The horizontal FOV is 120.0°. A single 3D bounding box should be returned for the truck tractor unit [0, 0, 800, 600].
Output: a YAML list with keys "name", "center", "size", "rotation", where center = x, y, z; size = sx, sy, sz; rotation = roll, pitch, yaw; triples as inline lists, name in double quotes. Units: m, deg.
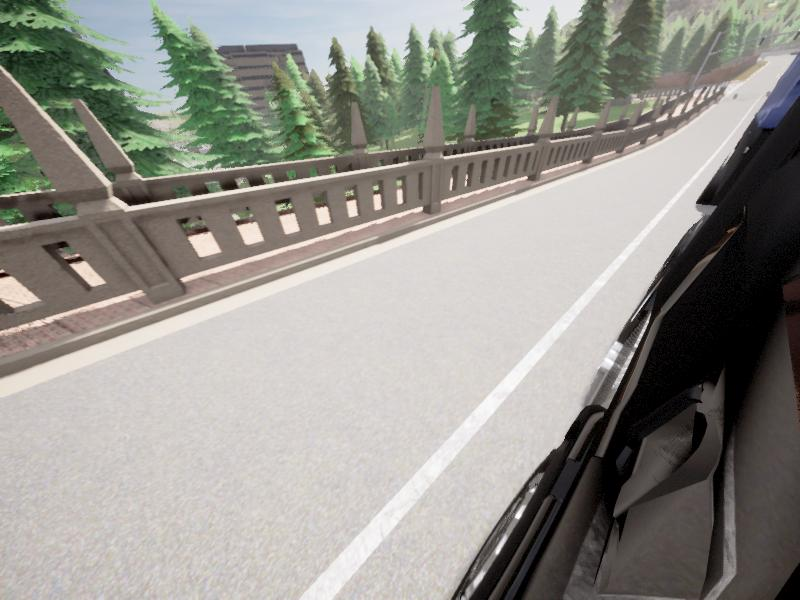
- name: "truck tractor unit"
  center: [2.645, -0.295, 0.351]
  size: [6.516, 4.208, 3.053]
  rotation: [-28, 44, -30]

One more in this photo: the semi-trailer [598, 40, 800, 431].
- name: "semi-trailer"
  center: [8.690, -3.614, 4.230]
  size: [14.254, 4.402, 2.717]
  rotation: [-28, 44, -30]
